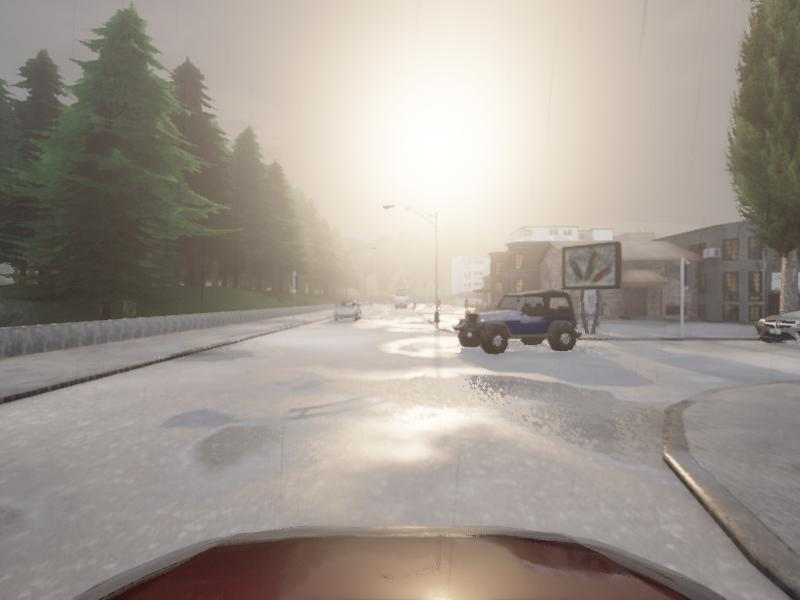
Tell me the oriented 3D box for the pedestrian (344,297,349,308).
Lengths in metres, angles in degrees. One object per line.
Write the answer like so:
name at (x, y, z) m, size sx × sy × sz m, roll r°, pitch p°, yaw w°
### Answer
pedestrian at (-9.147, 0.452, 67.831) m, size 0.751 × 1.860 × 0.751 m, roll 0°, pitch 0°, yaw 0°

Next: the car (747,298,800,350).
car at (15.176, 0.764, 13.501) m, size 5.027 × 1.651 × 2.152 m, roll 0°, pitch 0°, yaw 0°

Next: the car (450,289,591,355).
car at (3.774, 0.632, 12.731) m, size 3.866 × 1.878 × 1.905 m, roll 0°, pitch 0°, yaw -16°

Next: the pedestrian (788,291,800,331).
pedestrian at (19.209, 0.511, 19.064) m, size 0.751 × 1.860 × 0.751 m, roll 0°, pitch 0°, yaw 10°

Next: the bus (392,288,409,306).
bus at (0.162, -0.654, 96.762) m, size 3.944 × 4.253 × 10.273 m, roll 0°, pitch 0°, yaw 0°

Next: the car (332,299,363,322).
car at (-3.960, 0.752, 30.867) m, size 1.851 × 1.617 × 3.988 m, roll 0°, pitch 0°, yaw 0°
